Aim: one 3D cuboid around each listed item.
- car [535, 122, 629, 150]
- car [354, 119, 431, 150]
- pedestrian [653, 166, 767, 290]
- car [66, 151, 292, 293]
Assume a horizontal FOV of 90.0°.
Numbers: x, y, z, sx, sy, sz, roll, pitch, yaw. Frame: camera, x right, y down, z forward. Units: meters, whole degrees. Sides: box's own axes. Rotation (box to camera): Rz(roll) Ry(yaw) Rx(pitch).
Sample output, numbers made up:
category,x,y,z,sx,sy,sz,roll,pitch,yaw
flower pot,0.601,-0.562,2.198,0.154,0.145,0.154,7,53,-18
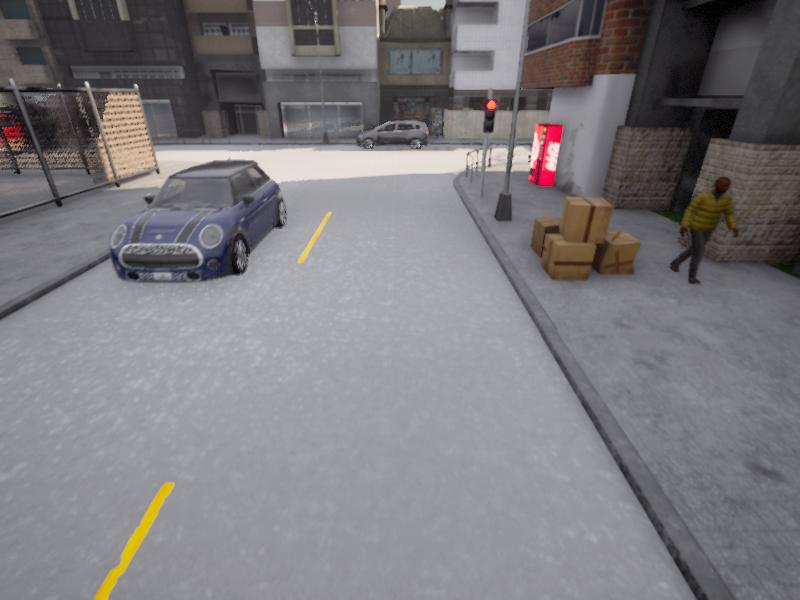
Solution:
category,x,y,z,sx,sy,sz,roll,pitch,yaw
car,11.414,-10.424,25.395,4.792,1.488,2.163,0,27,0
car,-0.453,-10.499,25.332,4.611,1.667,2.242,0,27,0
pedestrian,5.028,-1.192,6.642,0.751,1.860,0.751,3,27,6
car,-4.004,-1.944,8.483,2.097,1.767,4.553,0,27,0
